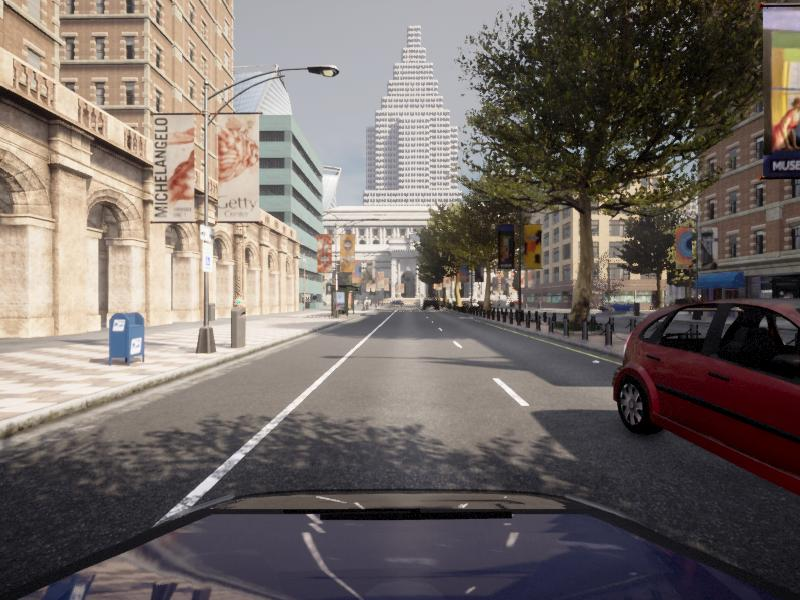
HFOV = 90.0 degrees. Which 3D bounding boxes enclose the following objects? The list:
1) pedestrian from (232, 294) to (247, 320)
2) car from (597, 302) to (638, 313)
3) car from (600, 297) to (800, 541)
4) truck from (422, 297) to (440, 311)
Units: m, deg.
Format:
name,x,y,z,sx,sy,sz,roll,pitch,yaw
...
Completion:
name,x,y,z,sx,sy,sz,roll,pitch,yaw
pedestrian,-11.445,0.485,28.492,0.751,1.860,0.751,0,0,0
car,27.810,0.907,51.238,4.181,1.385,1.994,0,0,1
car,3.587,0.788,3.390,1.851,1.617,3.988,0,0,1
truck,4.746,0.542,62.170,2.390,2.098,6.274,0,0,1
